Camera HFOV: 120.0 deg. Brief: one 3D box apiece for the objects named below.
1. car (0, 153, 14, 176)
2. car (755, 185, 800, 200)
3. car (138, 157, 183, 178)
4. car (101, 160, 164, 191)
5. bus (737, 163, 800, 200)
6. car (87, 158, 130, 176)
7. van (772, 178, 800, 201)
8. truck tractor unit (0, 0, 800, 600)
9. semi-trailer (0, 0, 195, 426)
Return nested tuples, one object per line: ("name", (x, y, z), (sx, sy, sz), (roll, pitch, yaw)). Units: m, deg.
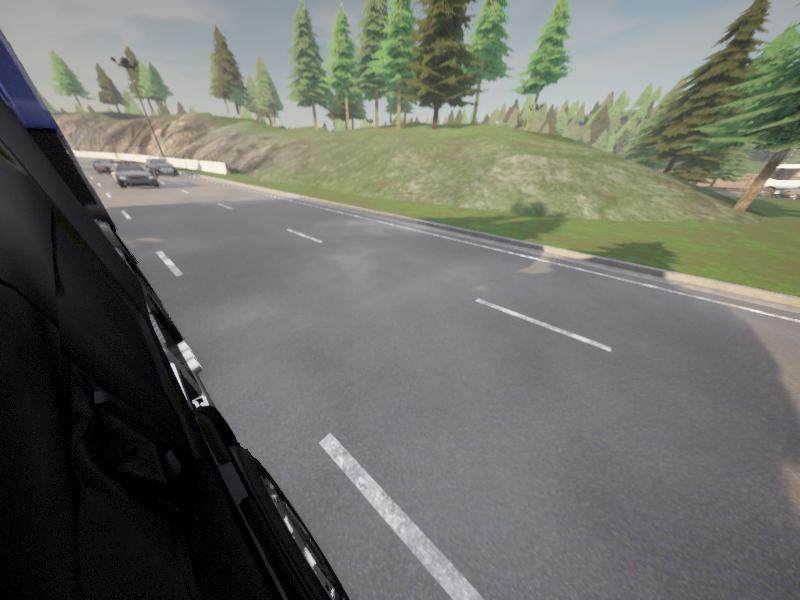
("car", (-34.955, -11.396, 19.355), (4.974, 1.542, 2.038), (24, 37, 31))
("car", (58.405, -16.122, 34.701), (5.027, 1.651, 2.152), (24, 37, 32))
("car", (-25.576, -14.164, 24.633), (4.856, 1.649, 2.033), (24, 37, 31))
("car", (-19.042, -8.914, 16.415), (4.974, 1.542, 2.038), (25, 37, 32))
("bus", (56.186, -16.008, 31.494), (10.273, 4.253, 3.944), (24, 37, 32))
("car", (-30.197, -13.803, 23.923), (4.181, 1.385, 1.994), (24, 37, 31))
("van", (54.051, -13.994, 29.620), (5.915, 2.561, 1.988), (24, 37, 32))
("truck tractor unit", (-2.645, -0.295, 0.351), (6.516, 4.208, 3.053), (28, 44, 30))
("semi-trailer", (-8.732, -3.202, 4.668), (14.254, 4.402, 2.717), (23, 36, 33))
